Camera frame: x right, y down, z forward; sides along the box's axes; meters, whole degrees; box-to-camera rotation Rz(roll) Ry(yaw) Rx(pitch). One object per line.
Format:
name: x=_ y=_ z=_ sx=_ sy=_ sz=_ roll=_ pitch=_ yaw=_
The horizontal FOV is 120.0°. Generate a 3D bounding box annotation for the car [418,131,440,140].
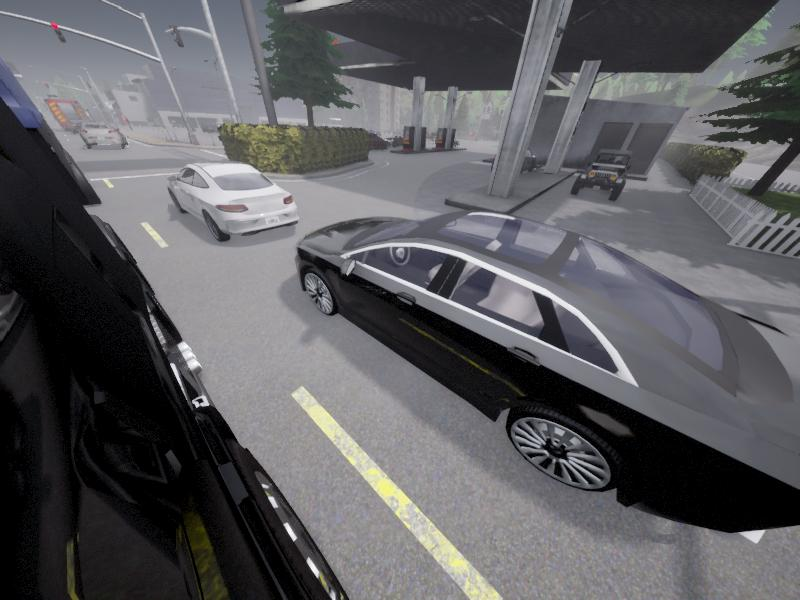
car: x=7.156 y=-40.933 z=57.550 sx=5.027 sy=1.636 sz=2.152 roll=28 pitch=43 yaw=29

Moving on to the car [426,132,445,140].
car: x=9.115 y=-42.334 z=59.561 sx=4.514 sy=1.523 sz=2.007 roll=28 pitch=43 yaw=29

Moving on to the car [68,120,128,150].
car: x=-23.604 y=-13.112 z=18.306 sx=2.152 sy=1.651 sz=5.027 roll=-27 pitch=46 yaw=-34

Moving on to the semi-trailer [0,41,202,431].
semi-trailer: x=-8.713 y=-3.598 z=4.209 sx=14.254 sy=4.402 sz=2.717 roll=28 pitch=44 yaw=30

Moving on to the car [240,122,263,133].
car: x=-32.563 y=-37.771 z=50.519 sx=5.027 sy=1.636 sz=2.152 roll=28 pitch=43 yaw=29

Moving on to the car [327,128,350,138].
car: x=-12.704 y=-34.433 z=47.559 sx=4.514 sy=1.523 sz=2.007 roll=28 pitch=43 yaw=29

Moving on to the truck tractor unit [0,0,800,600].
truck tractor unit: x=-2.645 y=-0.295 z=0.351 sx=6.516 sy=4.208 sz=3.053 roll=28 pitch=44 yaw=30

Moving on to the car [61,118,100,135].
car: x=-39.105 y=-21.246 z=28.266 sx=4.974 sy=1.542 sz=2.038 roll=28 pitch=44 yaw=30

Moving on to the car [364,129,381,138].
car: x=-6.301 y=-38.818 z=53.856 sx=3.633 sy=1.501 sz=1.845 roll=28 pitch=43 yaw=29

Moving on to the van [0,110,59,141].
van: x=-33.912 y=-15.933 z=21.074 sx=4.480 sy=2.038 sz=2.069 roll=25 pitch=42 yaw=26

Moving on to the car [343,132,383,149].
car: x=-4.675 y=-20.681 z=29.929 sx=2.033 sy=1.649 sz=4.856 roll=28 pitch=44 yaw=30

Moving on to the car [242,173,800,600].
car: x=0.631 y=-0.190 z=2.677 sx=4.902 sy=1.511 sz=2.128 roll=28 pitch=44 yaw=30

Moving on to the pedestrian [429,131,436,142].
pedestrian: x=6.422 y=-32.490 z=45.913 sx=0.751 sy=1.860 sz=0.751 roll=28 pitch=44 yaw=30

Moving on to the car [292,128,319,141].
car: x=-14.647 y=-25.740 z=35.931 sx=3.806 sy=1.475 sz=1.970 roll=28 pitch=43 yaw=29

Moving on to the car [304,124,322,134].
car: x=-22.868 y=-44.926 z=60.594 sx=4.605 sy=1.855 sz=1.932 roll=28 pitch=43 yaw=29

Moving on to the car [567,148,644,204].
car: x=10.171 y=-6.303 z=11.463 sx=1.905 sy=1.878 sz=3.866 roll=28 pitch=43 yaw=29

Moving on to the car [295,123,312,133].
car: x=-24.403 y=-43.490 z=58.545 sx=3.866 sy=1.878 sz=1.905 roll=28 pitch=43 yaw=29

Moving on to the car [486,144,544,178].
car: x=8.573 y=-10.384 z=17.092 sx=2.242 sy=1.667 sz=4.611 roll=28 pitch=43 yaw=29

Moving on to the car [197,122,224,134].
car: x=-33.322 y=-30.206 z=40.610 sx=4.514 sy=1.523 sz=2.007 roll=28 pitch=43 yaw=29

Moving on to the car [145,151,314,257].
car: x=-4.554 y=-2.836 z=6.095 sx=4.674 sy=1.442 sz=1.812 roll=28 pitch=43 yaw=29

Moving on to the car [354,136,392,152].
car: x=-3.078 y=-18.410 z=27.212 sx=1.994 sy=1.385 sz=4.181 roll=28 pitch=44 yaw=30

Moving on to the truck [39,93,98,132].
truck: x=-45.904 y=-25.795 z=31.997 sx=8.468 sy=3.827 sz=2.891 roll=28 pitch=44 yaw=30

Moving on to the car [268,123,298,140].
car: x=-17.226 y=-24.745 z=33.965 sx=3.866 sy=1.878 sz=1.905 roll=28 pitch=43 yaw=29

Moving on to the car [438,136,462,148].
car: x=8.311 y=-26.253 z=38.319 sx=1.816 sy=1.474 sz=4.193 roll=28 pitch=44 yaw=30

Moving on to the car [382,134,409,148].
car: x=-0.618 y=-23.402 z=33.945 sx=1.970 sy=1.475 sz=3.806 roll=28 pitch=44 yaw=30

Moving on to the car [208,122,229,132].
car: x=-36.408 y=-34.739 z=46.358 sx=3.806 sy=1.475 sz=1.970 roll=28 pitch=43 yaw=29
